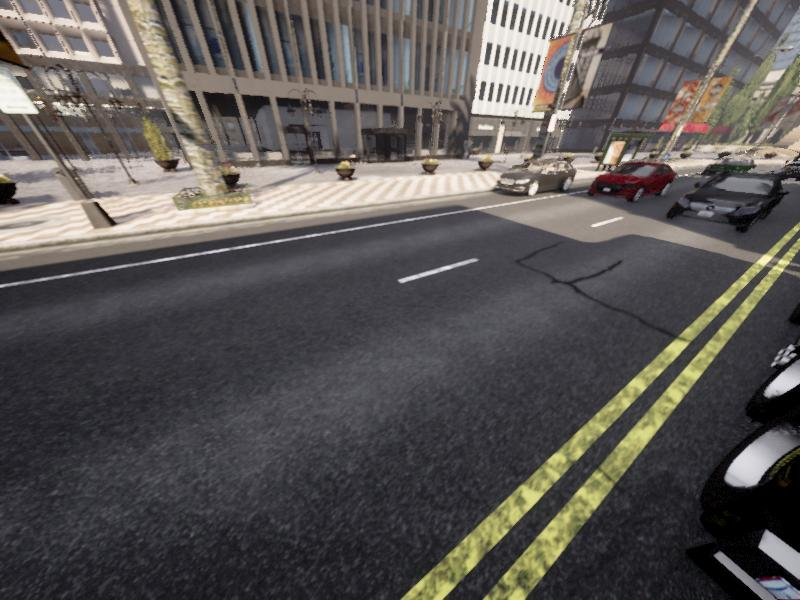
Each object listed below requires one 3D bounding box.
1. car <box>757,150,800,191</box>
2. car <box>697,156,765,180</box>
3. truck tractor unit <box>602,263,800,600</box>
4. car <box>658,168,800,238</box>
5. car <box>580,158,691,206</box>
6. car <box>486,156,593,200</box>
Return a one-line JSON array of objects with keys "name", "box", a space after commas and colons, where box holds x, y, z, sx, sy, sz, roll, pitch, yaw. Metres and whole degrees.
[{"name": "car", "box": [24.351, -7.870, 13.928, 3.866, 1.878, 1.905, -18, 39, -24]}, {"name": "car", "box": [26.055, -10.461, 18.196, 4.718, 1.301, 1.895, -17, 39, -24]}, {"name": "truck tractor unit", "box": [5.115, -0.296, 0.784, 6.516, 4.208, 3.053, -18, 39, -24]}, {"name": "car", "box": [11.412, -3.513, 7.922, 4.674, 1.442, 1.812, -18, 39, -24]}, {"name": "car", "box": [11.423, -5.862, 11.219, 5.008, 1.535, 1.882, -18, 39, -24]}, {"name": "car", "box": [7.320, -6.562, 12.187, 4.892, 1.521, 2.231, -18, 39, -24]}]
